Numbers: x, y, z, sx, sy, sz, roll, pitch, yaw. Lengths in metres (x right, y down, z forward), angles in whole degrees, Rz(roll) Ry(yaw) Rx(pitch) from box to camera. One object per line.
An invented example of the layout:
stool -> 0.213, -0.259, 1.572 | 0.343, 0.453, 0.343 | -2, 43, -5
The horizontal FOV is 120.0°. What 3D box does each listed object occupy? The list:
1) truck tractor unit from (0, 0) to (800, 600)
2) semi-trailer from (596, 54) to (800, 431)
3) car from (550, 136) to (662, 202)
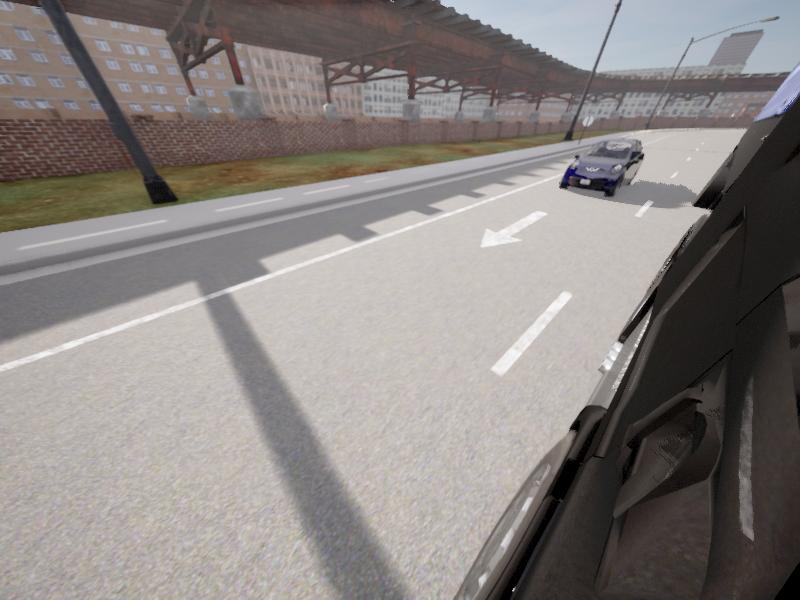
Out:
truck tractor unit -> 2.645, -0.295, 0.351 | 6.516, 4.208, 3.053 | -28, 43, -30
semi-trailer -> 8.757, -3.494, 4.274 | 14.254, 4.402, 2.717 | -27, 46, -31
car -> 7.411, -4.874, 8.326 | 3.633, 1.501, 1.845 | -29, 47, -32
